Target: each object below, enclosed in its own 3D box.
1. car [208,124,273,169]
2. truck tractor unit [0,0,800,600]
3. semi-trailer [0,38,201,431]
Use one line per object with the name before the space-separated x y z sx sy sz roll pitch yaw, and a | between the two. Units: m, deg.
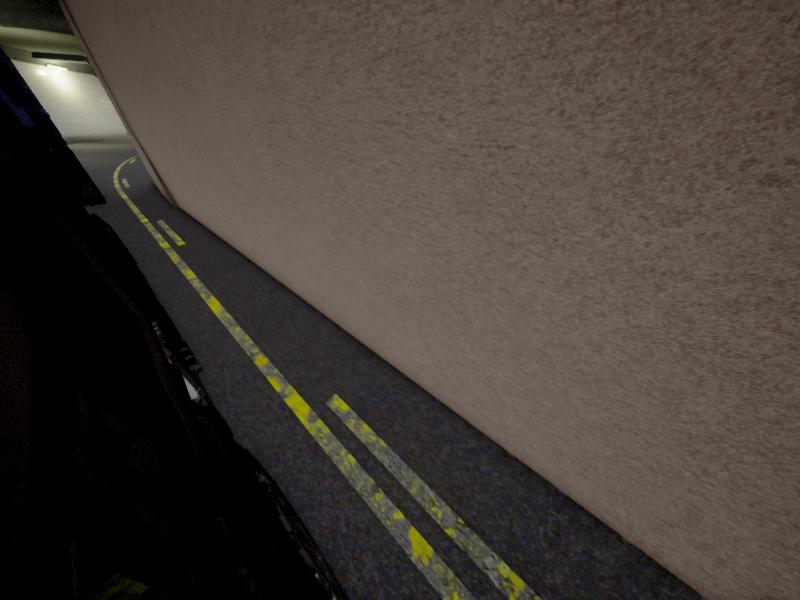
car | -9.754 -9.396 14.023 1.932 1.855 4.605 -26 46 -32
truck tractor unit | -2.645 -0.295 0.351 6.516 4.208 3.053 28 44 30
semi-trailer | -8.669 -3.620 4.261 14.254 4.402 2.717 28 44 30
